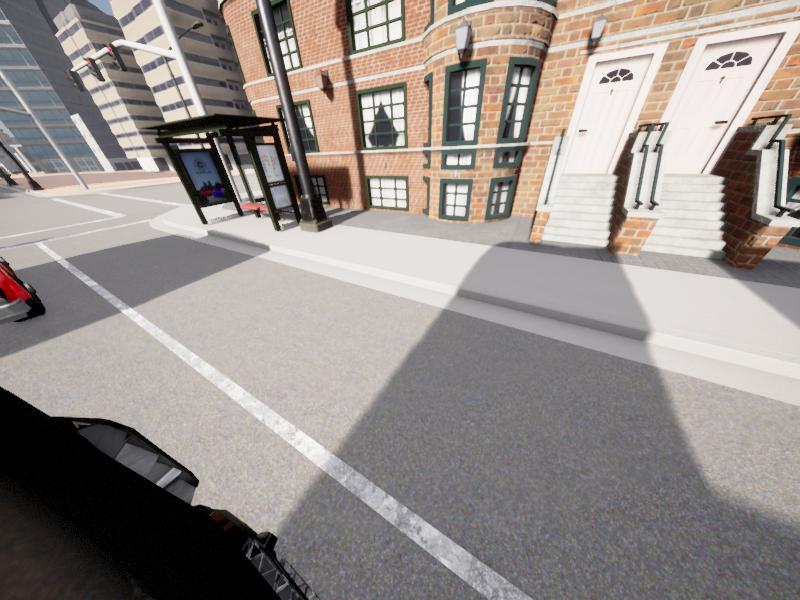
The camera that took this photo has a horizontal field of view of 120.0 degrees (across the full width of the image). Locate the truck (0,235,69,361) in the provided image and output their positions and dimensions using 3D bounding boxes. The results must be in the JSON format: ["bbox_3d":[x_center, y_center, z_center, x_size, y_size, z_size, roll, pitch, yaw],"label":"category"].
[{"bbox_3d":[-8.056,-0.553,3.175,5.204,2.467,2.627,18,39,28],"label":"truck"}]
